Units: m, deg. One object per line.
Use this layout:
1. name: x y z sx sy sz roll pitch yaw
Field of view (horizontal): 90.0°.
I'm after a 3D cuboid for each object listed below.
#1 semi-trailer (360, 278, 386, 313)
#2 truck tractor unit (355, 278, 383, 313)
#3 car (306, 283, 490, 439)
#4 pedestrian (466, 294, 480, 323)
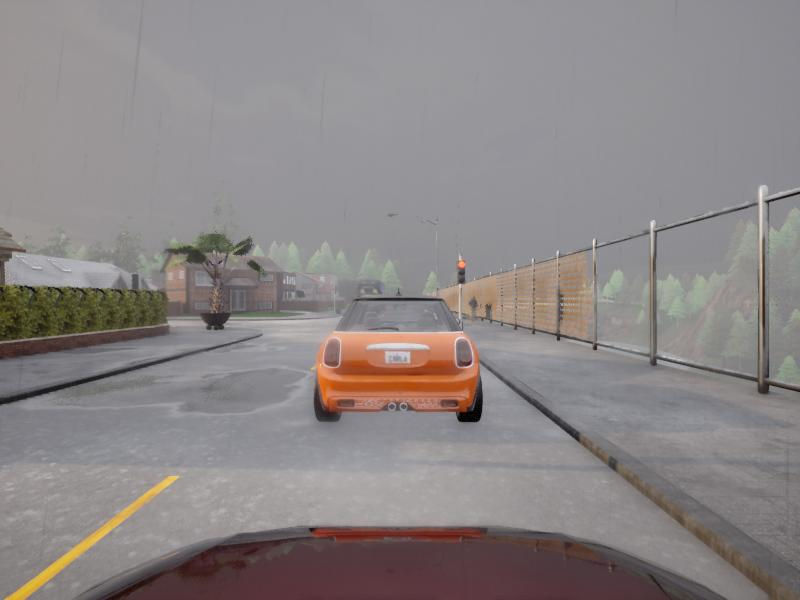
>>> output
1. semi-trailer: -3.728 -0.617 58.088 2.717 4.402 14.254 0 0 0
2. truck tractor unit: -3.759 -0.512 50.173 3.053 4.208 6.516 0 0 0
3. car: -0.001 0.694 6.836 2.097 1.767 4.553 0 0 1
4. pedestrian: 4.651 0.533 25.436 0.751 1.860 0.751 0 0 1
